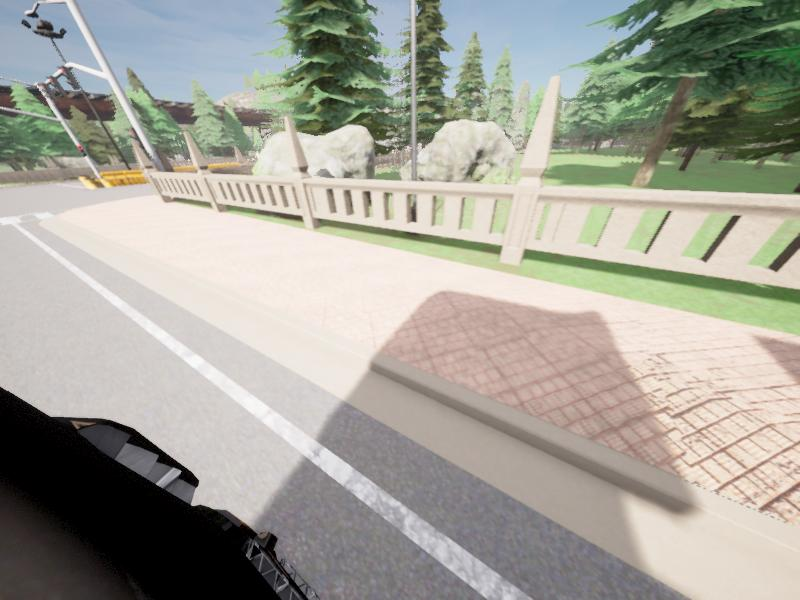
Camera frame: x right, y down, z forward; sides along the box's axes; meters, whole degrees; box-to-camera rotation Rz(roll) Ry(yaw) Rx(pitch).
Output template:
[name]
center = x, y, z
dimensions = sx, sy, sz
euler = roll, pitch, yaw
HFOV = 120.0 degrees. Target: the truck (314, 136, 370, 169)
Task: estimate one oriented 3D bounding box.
[truck]
center = -8.605, -22.974, 35.742
dimensions = 2.891, 3.827, 8.468
euler = 16, 39, 26
